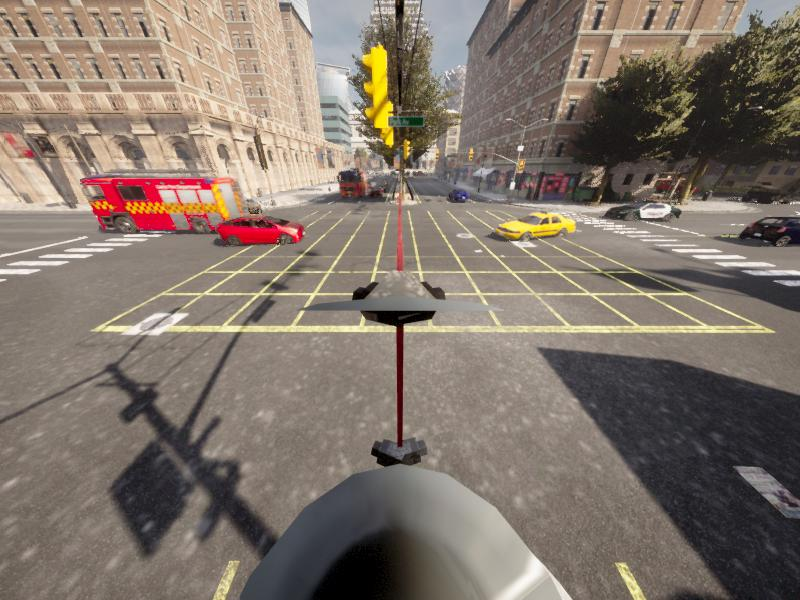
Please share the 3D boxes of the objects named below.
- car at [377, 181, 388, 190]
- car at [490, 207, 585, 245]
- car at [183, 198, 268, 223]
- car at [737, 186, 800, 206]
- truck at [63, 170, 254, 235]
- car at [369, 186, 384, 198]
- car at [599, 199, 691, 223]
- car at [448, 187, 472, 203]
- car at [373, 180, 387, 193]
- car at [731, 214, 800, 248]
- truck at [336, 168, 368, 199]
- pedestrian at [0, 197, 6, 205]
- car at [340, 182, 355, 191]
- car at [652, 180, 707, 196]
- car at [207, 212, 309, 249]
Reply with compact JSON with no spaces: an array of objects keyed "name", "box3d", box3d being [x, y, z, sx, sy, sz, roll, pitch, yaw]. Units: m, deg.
[{"name":"car","box3d":[-3.540,-23.214,46.736,1.970,1.475,3.806,0,30,0]},{"name":"car","box3d":[8.731,-4.812,14.759,5.366,1.575,1.801,-10,32,-17]},{"name":"car","box3d":[-14.441,-7.525,19.398,5.238,1.638,1.930,-1,30,0]},{"name":"car","box3d":[45.313,-12.895,28.450,1.905,1.878,3.866,6,30,10]},{"name":"truck","box3d":[-15.648,-6.722,15.823,8.468,3.827,2.891,0,30,0]},{"name":"car","box3d":[-3.577,-16.711,35.654,1.895,1.301,4.718,0,30,0]},{"name":"car","box3d":[20.577,-7.618,19.665,4.974,1.542,2.038,1,30,3]},{"name":"car","box3d":[7.955,-14.195,31.147,1.812,1.442,4.674,-2,30,-3]},{"name":"car","box3d":[-3.558,-20.387,41.522,2.097,1.767,4.553,0,30,0]},{"name":"car","box3d":[22.777,-4.030,13.453,3.633,1.501,1.845,0,30,0]},{"name":"truck","box3d":[-7.080,-18.109,35.546,2.891,3.827,8.468,0,30,0]},{"name":"pedestrian","box3d":[-46.645,-11.844,26.307,0.751,1.860,0.751,-3,30,-5]},{"name":"car","box3d":[-10.295,-22.354,45.417,1.895,1.301,4.718,0,30,0]},{"name":"car","box3d":[46.024,-18.688,38.330,2.150,2.045,5.566,0,30,0]},{"name":"car","box3d":[-8.143,-4.212,13.776,4.514,1.525,2.007,-4,30,-6]}]
